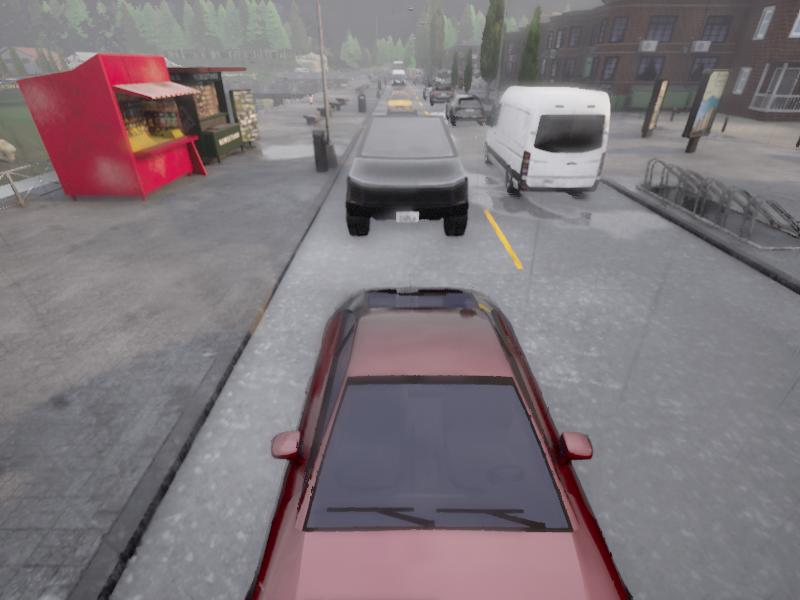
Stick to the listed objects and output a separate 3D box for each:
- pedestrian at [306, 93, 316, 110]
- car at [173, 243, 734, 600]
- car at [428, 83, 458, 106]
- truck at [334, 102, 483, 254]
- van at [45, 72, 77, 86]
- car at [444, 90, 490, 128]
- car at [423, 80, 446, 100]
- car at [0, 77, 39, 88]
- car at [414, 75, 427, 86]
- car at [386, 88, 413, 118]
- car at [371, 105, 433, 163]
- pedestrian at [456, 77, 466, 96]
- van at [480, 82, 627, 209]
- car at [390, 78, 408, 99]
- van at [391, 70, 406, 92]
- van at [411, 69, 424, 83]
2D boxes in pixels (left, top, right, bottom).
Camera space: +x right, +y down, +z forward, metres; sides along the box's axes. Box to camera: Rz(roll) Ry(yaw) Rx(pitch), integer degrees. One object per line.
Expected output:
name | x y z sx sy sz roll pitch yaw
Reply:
pedestrian | -6.820 -15.259 30.773 0.500 1.100 0.500 -14 33 -22
car | 0.190 1.009 2.928 1.994 1.385 4.181 0 30 0
car | 3.791 -18.693 36.300 2.242 1.667 4.611 0 30 1
truck | 0.149 -3.350 9.649 2.390 2.098 6.274 0 30 0
van | -61.937 -40.483 73.238 1.775 1.987 4.442 0 30 0
car | 3.942 -11.727 24.443 2.033 1.649 4.856 0 31 0
car | 3.586 -22.264 42.415 2.242 1.667 4.611 1 30 2
car | -61.900 -35.498 65.251 1.812 1.442 4.674 0 30 0
car | 3.733 -41.130 75.001 2.152 1.651 5.027 0 30 0
car | -0.027 -14.248 28.797 1.801 1.575 5.366 0 30 0
car | 0.086 -6.892 16.287 2.128 1.511 4.902 0 30 0
pedestrian | 6.835 -23.952 44.859 0.751 1.860 0.751 -12 32 -19
van | 3.958 -4.892 11.854 1.988 2.561 5.915 0 31 1
car | -0.117 -23.634 44.550 1.932 1.855 4.605 0 30 0
van | -0.177 -30.607 55.776 1.988 2.561 5.915 0 30 0
van | 3.691 -47.044 84.027 2.351 2.431 6.366 0 30 0
